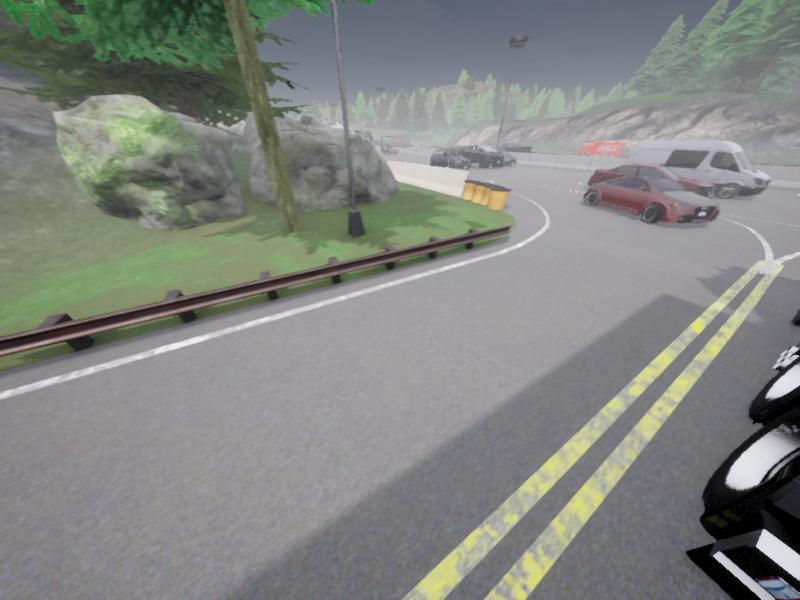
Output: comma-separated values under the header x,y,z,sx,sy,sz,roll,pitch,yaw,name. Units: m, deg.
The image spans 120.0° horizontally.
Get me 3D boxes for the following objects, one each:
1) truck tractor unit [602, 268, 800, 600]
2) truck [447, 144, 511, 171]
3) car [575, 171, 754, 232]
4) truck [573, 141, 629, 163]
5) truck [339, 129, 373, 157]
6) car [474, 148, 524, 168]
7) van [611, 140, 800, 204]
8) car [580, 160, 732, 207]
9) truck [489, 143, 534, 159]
x,y,z,sx,sy,sz,roll,pitch,yaw,name
5.115,-0.294,0.783,6.516,4.208,3.053,-18,38,-24,truck tractor unit
8.158,-15.428,24.806,2.390,2.098,6.274,-18,39,-25,truck
9.739,-4.107,9.170,1.994,1.385,4.181,-4,35,-7,car
29.045,-21.654,33.658,2.627,2.467,5.204,-27,43,-33,truck
-7.962,-27.952,41.155,2.891,3.827,8.468,-17,38,-23,truck
11.138,-16.288,26.449,2.242,1.667,4.611,-18,39,-25,car
16.537,-7.489,13.082,1.988,2.561,5.915,-18,39,-25,van
13.160,-6.431,12.401,1.882,1.535,5.008,-18,39,-25,car
18.513,-25.023,38.717,2.390,2.098,6.274,-19,39,-25,truck
